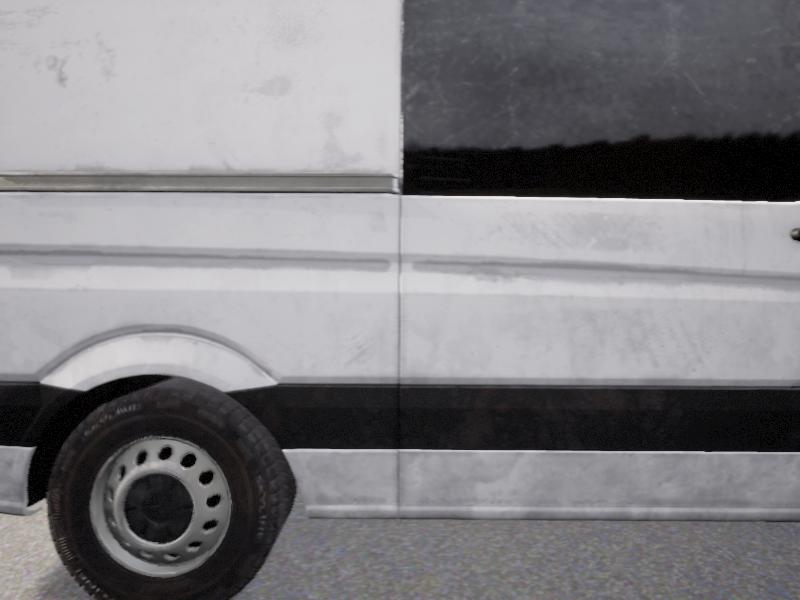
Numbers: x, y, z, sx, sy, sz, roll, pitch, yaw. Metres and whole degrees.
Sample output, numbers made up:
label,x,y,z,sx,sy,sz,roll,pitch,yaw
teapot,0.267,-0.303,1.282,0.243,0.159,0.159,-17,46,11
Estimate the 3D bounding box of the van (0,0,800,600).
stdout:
label,x,y,z,sx,sy,sz,roll,pitch,yaw
van,0.978,-0.277,2.197,5.915,2.561,1.988,0,0,0
